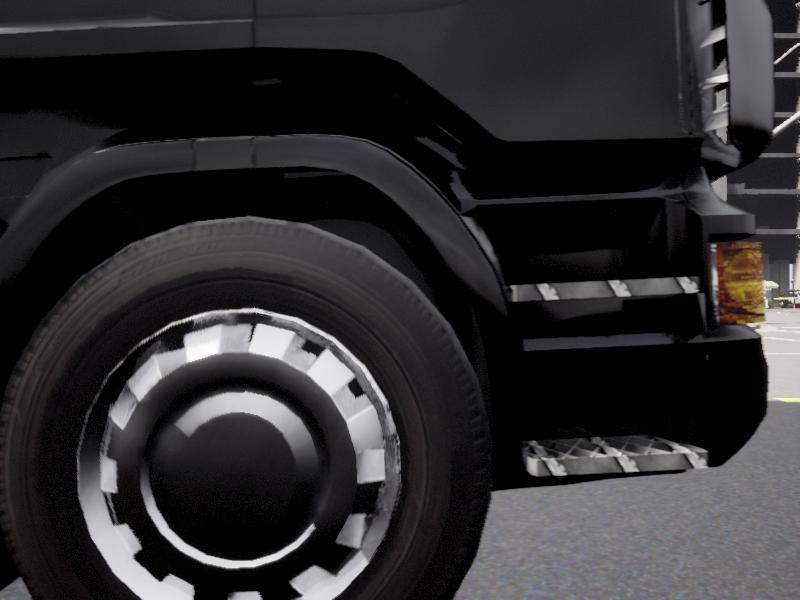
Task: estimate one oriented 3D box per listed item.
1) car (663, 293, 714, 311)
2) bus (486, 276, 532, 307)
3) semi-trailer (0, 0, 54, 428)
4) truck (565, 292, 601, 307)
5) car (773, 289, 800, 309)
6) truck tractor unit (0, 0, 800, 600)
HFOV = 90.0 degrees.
[{"bbox_3d":[26.681,0.161,37.181,1.851,1.617,3.988,0,0,0],"label":"car"},{"bbox_3d":[16.096,-1.172,60.036,3.944,4.253,10.273,0,0,-1],"label":"bus"},{"bbox_3d":[-10.157,-1.239,2.021,14.254,4.402,2.717,0,1,-1],"label":"semi-trailer"},{"bbox_3d":[26.490,-0.085,58.279,2.390,2.098,6.274,0,0,-1],"label":"truck"},{"bbox_3d":[39.739,-0.100,39.681,1.905,1.878,3.866,0,0,0],"label":"car"},{"bbox_3d":[-2.249,-1.126,2.164,6.516,4.208,3.053,0,0,0],"label":"truck tractor unit"}]
